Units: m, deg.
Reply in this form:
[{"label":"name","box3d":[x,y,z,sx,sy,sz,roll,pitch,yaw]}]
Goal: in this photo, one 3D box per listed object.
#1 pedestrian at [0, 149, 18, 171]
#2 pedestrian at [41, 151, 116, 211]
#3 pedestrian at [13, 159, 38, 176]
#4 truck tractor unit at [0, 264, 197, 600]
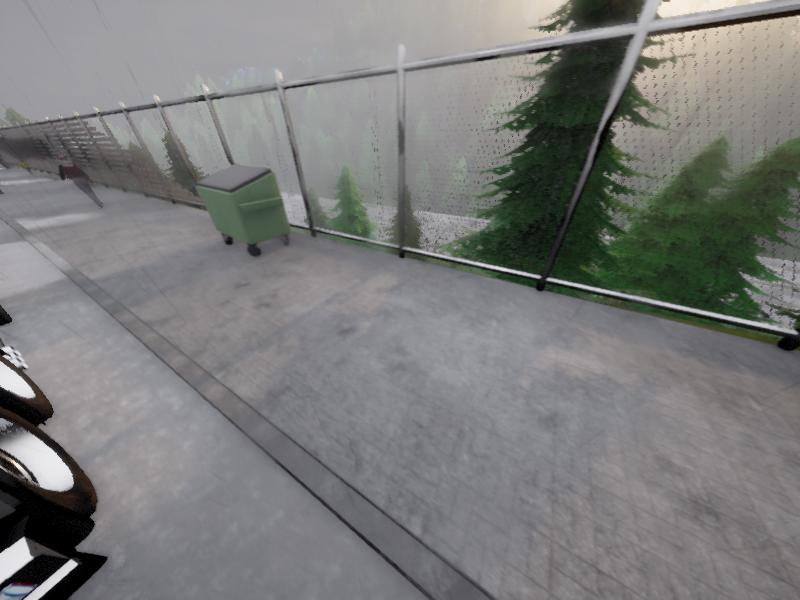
[{"label":"pedestrian","box3d":[-35.882,-12.688,20.749,0.751,1.860,0.751,20,40,27]},{"label":"pedestrian","box3d":[-12.019,-4.467,8.698,0.751,1.860,0.751,18,39,24]},{"label":"pedestrian","box3d":[-28.669,-10.159,17.709,0.500,1.100,0.500,20,39,26]},{"label":"truck tractor unit","box3d":[-5.120,-0.288,0.791,6.516,4.208,3.053,18,39,24]}]
